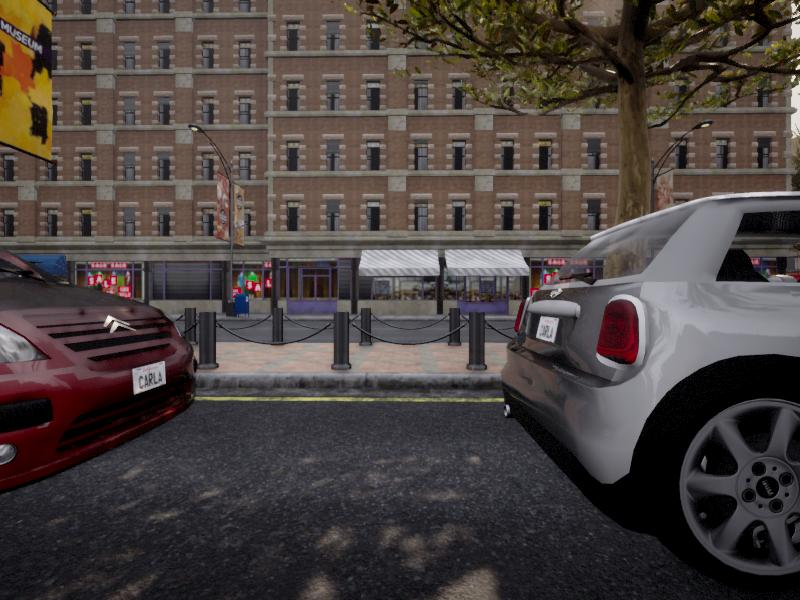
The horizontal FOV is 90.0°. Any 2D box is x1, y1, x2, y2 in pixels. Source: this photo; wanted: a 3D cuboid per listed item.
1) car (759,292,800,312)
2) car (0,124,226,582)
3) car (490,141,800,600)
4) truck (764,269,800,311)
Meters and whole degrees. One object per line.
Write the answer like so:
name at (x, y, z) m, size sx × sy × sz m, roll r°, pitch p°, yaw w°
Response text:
car at (34.548, 0.171, 34.748) m, size 1.930 × 1.638 × 5.238 m, roll 0°, pitch 0°, yaw 0°
car at (-3.390, 0.188, 2.287) m, size 3.988 × 1.617 × 1.851 m, roll 0°, pitch 0°, yaw 1°
car at (2.600, 0.253, 2.173) m, size 3.806 × 1.475 × 1.970 m, roll 0°, pitch 0°, yaw 1°
truck at (38.063, -0.920, 36.045) m, size 2.891 × 3.827 × 8.468 m, roll 0°, pitch 0°, yaw 1°
